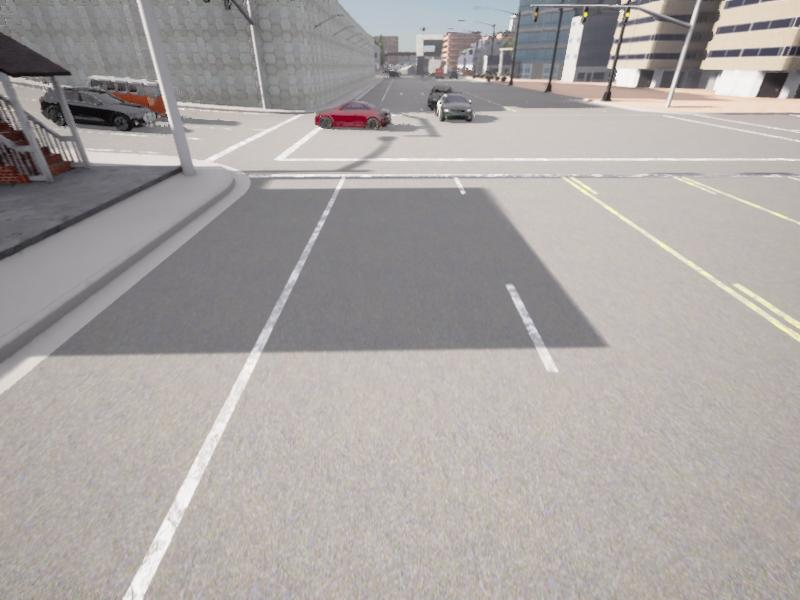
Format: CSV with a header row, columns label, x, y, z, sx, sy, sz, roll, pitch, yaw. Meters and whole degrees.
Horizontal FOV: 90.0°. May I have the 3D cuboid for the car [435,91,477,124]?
label,x,y,z,sx,sy,sz,roll,pitch,yaw
car,3.483,-12.511,25.842,2.038,1.542,4.974,0,31,0

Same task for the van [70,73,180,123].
label,x,y,z,sx,sy,sz,roll,pitch,yaw
van,-15.219,-11.323,22.417,4.442,1.987,1.775,3,30,-5

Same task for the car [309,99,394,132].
label,x,y,z,sx,sy,sz,roll,pitch,yaw
car,-2.603,-10.285,22.204,4.181,1.385,1.994,6,31,10

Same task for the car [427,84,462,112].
label,x,y,z,sx,sy,sz,roll,pitch,yaw
car,3.478,-16.312,32.200,2.242,1.667,4.611,0,30,0

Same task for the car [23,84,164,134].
label,x,y,z,sx,sy,sz,roll,pitch,yaw
car,-14.596,-9.272,19.359,4.856,1.649,2.033,4,30,-3
